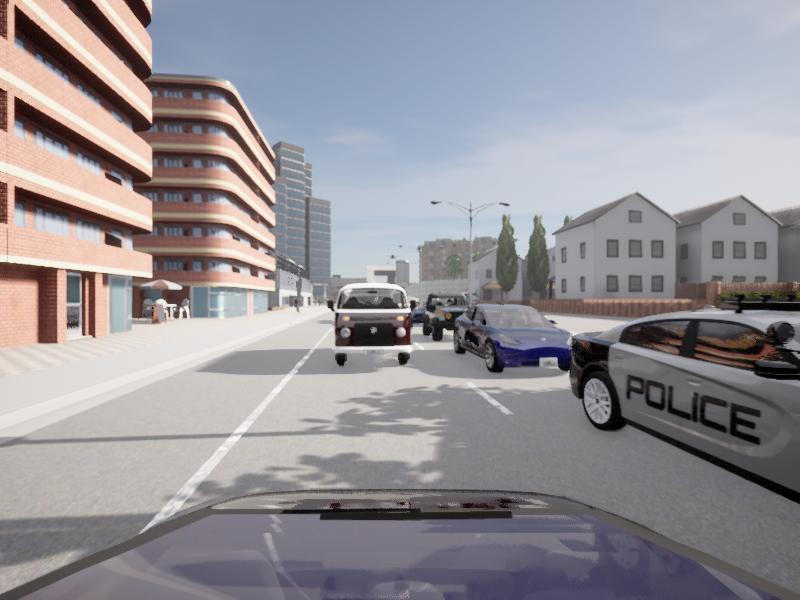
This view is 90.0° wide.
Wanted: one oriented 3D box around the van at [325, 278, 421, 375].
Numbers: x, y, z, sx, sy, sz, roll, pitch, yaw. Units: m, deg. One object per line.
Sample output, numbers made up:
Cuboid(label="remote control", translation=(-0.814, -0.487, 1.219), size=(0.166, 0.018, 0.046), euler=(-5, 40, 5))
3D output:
Cuboid(label="van", translation=(-0.804, 0.574, 10.802), size=(2.069, 2.038, 4.480), euler=(0, 0, -6))

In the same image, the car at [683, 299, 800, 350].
Cuboid(label="car", translation=(13.806, 0.780, 15.262), size=(2.152, 1.651, 5.027), euler=(0, 0, -6))

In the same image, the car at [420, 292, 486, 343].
Cuboid(label="car", translation=(2.075, 0.646, 16.809), size=(1.905, 1.878, 3.866), euler=(0, 0, -6))

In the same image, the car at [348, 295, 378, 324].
Cuboid(label="car", translation=(-2.662, 0.656, 28.233), size=(1.932, 1.855, 4.605), euler=(0, -1, -6))

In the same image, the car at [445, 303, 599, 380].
Cuboid(label="car", translation=(2.752, 0.851, 10.469), size=(2.163, 1.488, 4.792), euler=(0, 0, -6))

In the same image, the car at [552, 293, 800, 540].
Cuboid(label="car", translation=(3.529, 0.771, 3.492), size=(1.930, 1.638, 5.238), euler=(0, 0, -7))

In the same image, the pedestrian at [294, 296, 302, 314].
Cuboid(label="pedestrian", translation=(-10.690, 0.484, 41.770), size=(0.751, 1.860, 0.751), euler=(0, 0, -8))

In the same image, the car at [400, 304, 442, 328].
Cuboid(label="car", translation=(1.193, 0.943, 25.077), size=(1.895, 1.301, 4.718), euler=(0, 0, -6))
